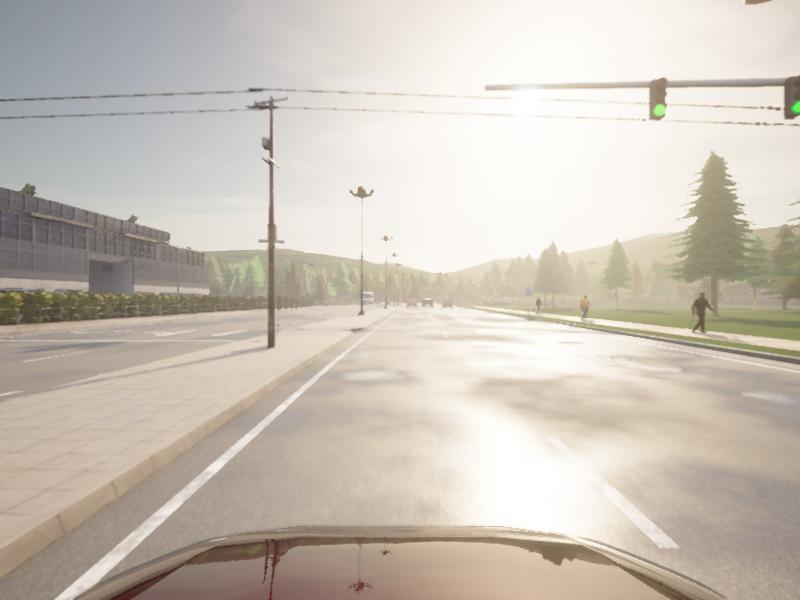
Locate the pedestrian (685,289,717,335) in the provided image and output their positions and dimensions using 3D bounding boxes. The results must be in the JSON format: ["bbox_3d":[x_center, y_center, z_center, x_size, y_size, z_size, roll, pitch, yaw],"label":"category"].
[{"bbox_3d":[12.477,0.480,16.593,0.751,1.860,0.751,0,0,4],"label":"pedestrian"}]

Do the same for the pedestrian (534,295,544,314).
[{"bbox_3d":[13.674,0.473,39.463,0.751,1.860,0.751,0,0,3],"label":"pedestrian"}]

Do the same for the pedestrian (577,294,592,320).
[{"bbox_3d":[13.093,0.477,28.340,0.751,1.860,0.751,0,0,4],"label":"pedestrian"}]
